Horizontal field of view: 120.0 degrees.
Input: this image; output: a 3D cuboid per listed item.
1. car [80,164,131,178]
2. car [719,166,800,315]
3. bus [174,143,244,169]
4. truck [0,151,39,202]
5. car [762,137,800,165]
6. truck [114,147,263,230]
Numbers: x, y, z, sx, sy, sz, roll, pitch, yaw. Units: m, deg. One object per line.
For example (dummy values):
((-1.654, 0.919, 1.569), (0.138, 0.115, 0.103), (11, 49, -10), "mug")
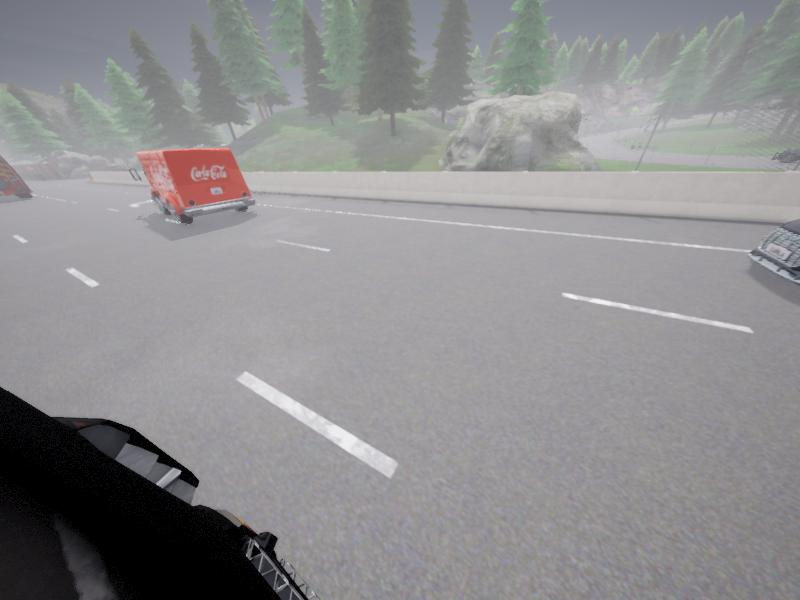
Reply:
((-48.864, -21.502, 38.487), (2.163, 1.488, 4.792), (16, 38, 26), "car")
((8.118, -0.440, 2.510), (4.856, 1.649, 2.033), (15, 37, 25), "car")
((-40.604, -31.153, 49.858), (3.944, 4.253, 10.273), (15, 38, 25), "bus")
((-33.942, -10.189, 18.497), (8.468, 3.827, 2.891), (15, 37, 25), "truck")
((28.257, -9.586, 14.804), (2.038, 1.542, 4.974), (-6, 34, -5), "car")
((-8.930, -4.924, 9.842), (5.204, 2.467, 2.627), (20, 40, 30), "truck")
